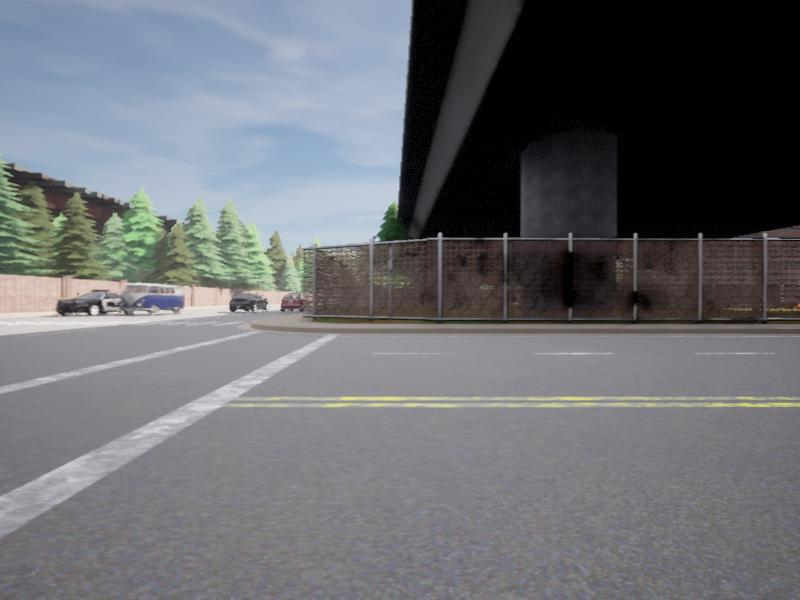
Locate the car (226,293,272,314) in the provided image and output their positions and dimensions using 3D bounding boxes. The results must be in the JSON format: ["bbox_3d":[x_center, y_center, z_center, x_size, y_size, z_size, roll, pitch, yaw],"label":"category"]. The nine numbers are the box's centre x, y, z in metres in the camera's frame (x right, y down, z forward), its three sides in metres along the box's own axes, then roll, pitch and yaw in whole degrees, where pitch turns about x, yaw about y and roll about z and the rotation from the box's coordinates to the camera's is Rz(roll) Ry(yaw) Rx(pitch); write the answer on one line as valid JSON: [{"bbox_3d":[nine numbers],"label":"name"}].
[{"bbox_3d":[-11.957,0.233,32.025,1.837,1.490,4.892,0,1,0],"label":"car"}]

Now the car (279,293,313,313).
[{"bbox_3d":[-8.454,0.208,32.740,1.789,1.549,3.705,0,0,0],"label":"car"}]

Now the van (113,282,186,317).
[{"bbox_3d":[-15.468,-0.018,25.049,1.775,1.987,4.442,0,0,0],"label":"van"}]

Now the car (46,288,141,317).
[{"bbox_3d":[-18.968,0.149,25.185,1.930,1.638,5.238,0,0,0],"label":"car"}]
